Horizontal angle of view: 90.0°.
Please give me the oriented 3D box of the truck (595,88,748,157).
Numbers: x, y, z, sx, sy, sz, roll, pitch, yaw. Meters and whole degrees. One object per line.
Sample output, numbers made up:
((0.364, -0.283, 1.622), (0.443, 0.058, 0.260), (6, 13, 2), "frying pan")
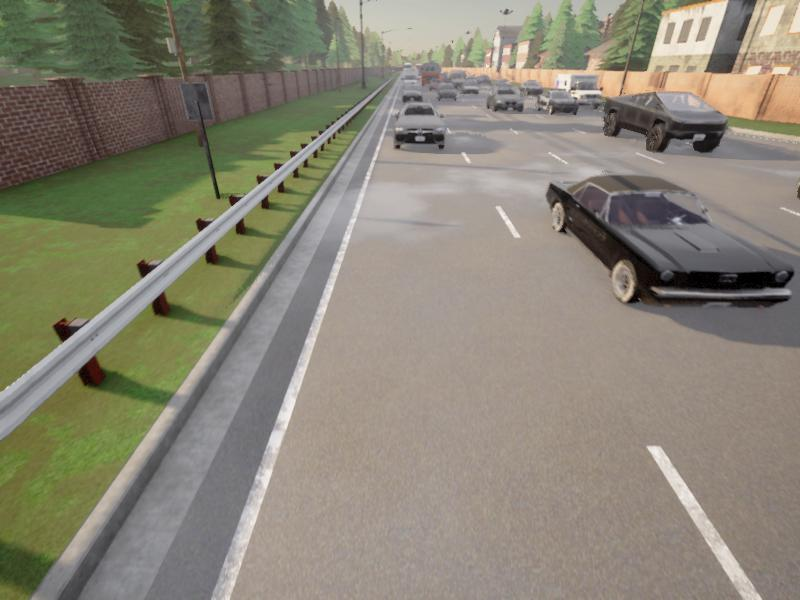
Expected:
((11.330, -7.996, 17.600), (2.390, 2.098, 6.274), (0, 30, 1), "truck")

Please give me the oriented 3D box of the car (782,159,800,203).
((11.174, -2.467, 8.634), (1.851, 1.617, 3.988), (0, 30, 1), "car")

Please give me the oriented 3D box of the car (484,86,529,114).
((8.049, -15.451, 30.766), (2.242, 1.667, 4.611), (0, 30, 1), "car")

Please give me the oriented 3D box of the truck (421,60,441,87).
((5.211, -39.443, 69.640), (2.891, 3.827, 8.468), (0, 30, 1), "truck")

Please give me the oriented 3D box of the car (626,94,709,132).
((14.912, -10.653, 22.632), (1.851, 1.617, 3.988), (0, 30, 1), "car")

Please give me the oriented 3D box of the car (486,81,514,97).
((11.831, -25.091, 47.525), (2.033, 1.411, 5.357), (0, 30, 1), "car")

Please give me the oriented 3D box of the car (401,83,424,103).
((1.200, -20.557, 39.678), (2.163, 1.488, 4.792), (0, 30, 1), "car")

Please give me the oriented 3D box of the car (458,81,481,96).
((8.347, -25.653, 48.483), (2.033, 1.411, 5.357), (0, 30, 1), "car")

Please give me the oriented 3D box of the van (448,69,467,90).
((8.549, -33.239, 60.274), (1.988, 2.561, 5.915), (0, 30, 1), "van")

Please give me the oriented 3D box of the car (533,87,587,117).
((11.526, -14.557, 29.270), (1.930, 1.638, 5.238), (0, 30, 1), "car")

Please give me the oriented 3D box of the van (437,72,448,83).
((8.951, -46.786, 84.024), (1.775, 1.987, 4.442), (0, 30, 1), "van")

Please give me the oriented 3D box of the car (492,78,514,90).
((15.555, -32.863, 60.799), (2.033, 1.411, 5.357), (0, 30, 1), "car")

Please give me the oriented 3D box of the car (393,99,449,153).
((0.834, -7.910, 17.918), (2.152, 1.651, 5.027), (0, 30, 1), "car")

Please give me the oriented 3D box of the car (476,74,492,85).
((15.802, -41.523, 75.230), (2.097, 1.767, 4.553), (0, 30, 1), "car")

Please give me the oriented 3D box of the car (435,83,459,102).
((4.717, -21.169, 40.717), (1.837, 1.490, 4.892), (0, 30, 1), "car")

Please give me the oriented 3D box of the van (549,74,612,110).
((15.107, -17.795, 34.032), (2.351, 2.431, 6.366), (0, 31, 1), "van")

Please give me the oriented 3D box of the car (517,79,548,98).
((15.319, -24.714, 46.638), (1.930, 1.638, 5.238), (0, 30, 1), "car")

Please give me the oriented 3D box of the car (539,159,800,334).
((4.147, -1.312, 6.961), (1.895, 1.301, 4.718), (0, 30, 1), "car")

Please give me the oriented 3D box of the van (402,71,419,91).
((1.503, -31.554, 57.532), (2.351, 2.431, 6.366), (0, 30, 1), "van")

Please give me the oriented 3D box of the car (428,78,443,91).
((4.982, -30.405, 56.431), (1.845, 1.501, 3.633), (0, 30, 1), "car")
